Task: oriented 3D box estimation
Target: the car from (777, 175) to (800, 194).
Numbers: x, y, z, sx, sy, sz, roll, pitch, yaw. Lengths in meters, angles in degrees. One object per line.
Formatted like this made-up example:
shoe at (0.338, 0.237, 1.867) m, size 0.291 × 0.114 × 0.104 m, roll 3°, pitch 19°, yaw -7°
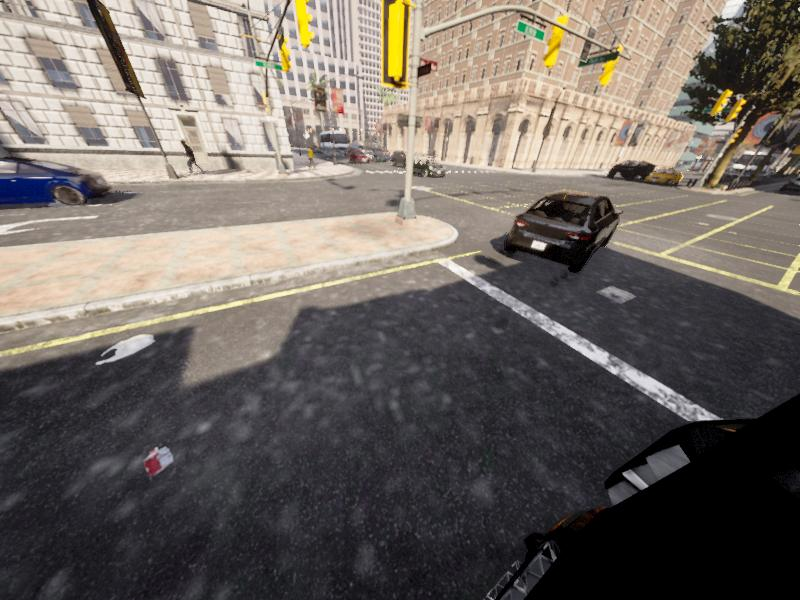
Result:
car at (41.789, -11.985, 24.001) m, size 3.806 × 1.475 × 1.970 m, roll -16°, pitch 38°, yaw -26°

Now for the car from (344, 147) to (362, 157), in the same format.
car at (-10.387, -32.314, 50.404) m, size 2.152 × 1.651 × 5.027 m, roll -15°, pitch 38°, yaw -25°

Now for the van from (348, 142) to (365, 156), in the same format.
van at (-10.677, -36.902, 56.471) m, size 1.988 × 2.561 × 5.915 m, roll -15°, pitch 38°, yaw -26°

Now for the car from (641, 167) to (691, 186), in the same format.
car at (28.903, -13.459, 25.113) m, size 5.366 × 1.575 × 1.801 m, roll -15°, pitch 38°, yaw -26°

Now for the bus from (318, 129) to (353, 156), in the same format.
bus at (-13.940, -33.186, 49.083) m, size 3.944 × 4.253 × 10.273 m, roll -16°, pitch 36°, yaw -26°

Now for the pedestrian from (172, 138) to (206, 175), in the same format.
pedestrian at (-12.722, -8.638, 13.980) m, size 0.751 × 1.860 × 0.751 m, roll -8°, pitch 35°, yaw -17°

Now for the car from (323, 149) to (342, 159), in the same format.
car at (-11.994, -25.995, 41.043) m, size 1.895 × 1.301 × 4.718 m, roll -16°, pitch 38°, yaw -26°

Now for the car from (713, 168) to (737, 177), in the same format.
car at (68.234, -26.858, 48.481) m, size 3.633 × 1.501 × 1.845 m, roll -16°, pitch 37°, yaw -26°

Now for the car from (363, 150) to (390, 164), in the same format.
car at (-3.663, -21.714, 35.029) m, size 2.038 × 1.542 × 4.974 m, roll -16°, pitch 38°, yaw -26°

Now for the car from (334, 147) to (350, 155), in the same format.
car at (-14.137, -35.985, 55.852) m, size 2.033 × 1.411 × 5.357 m, roll -16°, pitch 38°, yaw -26°

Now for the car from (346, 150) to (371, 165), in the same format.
car at (-5.857, -20.001, 32.356) m, size 1.812 × 1.442 × 4.674 m, roll -16°, pitch 38°, yaw -26°

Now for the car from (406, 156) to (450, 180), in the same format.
car at (2.383, -11.919, 20.787) m, size 1.970 × 1.475 × 3.806 m, roll -16°, pitch 38°, yaw -26°

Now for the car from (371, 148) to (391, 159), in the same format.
car at (-3.880, -29.794, 46.960) m, size 2.097 × 1.767 × 4.553 m, roll -16°, pitch 38°, yaw -26°

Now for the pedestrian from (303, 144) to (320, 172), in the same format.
pedestrian at (-7.249, -11.617, 18.905) m, size 0.751 × 1.860 × 0.751 m, roll 30°, pitch 42°, yaw 34°

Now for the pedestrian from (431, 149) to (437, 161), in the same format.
pedestrian at (6.862, -29.069, 46.339) m, size 0.751 × 1.860 × 0.751 m, roll -8°, pitch 35°, yaw -15°

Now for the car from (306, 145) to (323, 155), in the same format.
car at (-18.922, -33.167, 50.976) m, size 2.242 × 1.667 × 4.611 m, roll -16°, pitch 38°, yaw -26°

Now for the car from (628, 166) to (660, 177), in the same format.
car at (38.685, -20.449, 36.675) m, size 4.718 × 1.301 × 1.895 m, roll -16°, pitch 38°, yaw -26°

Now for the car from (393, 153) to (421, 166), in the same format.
car at (0.924, -20.931, 34.427) m, size 1.895 × 1.301 × 4.718 m, roll -16°, pitch 38°, yaw -26°

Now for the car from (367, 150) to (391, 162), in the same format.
car at (-3.778, -25.634, 41.060) m, size 2.033 × 1.411 × 5.357 m, roll -16°, pitch 38°, yaw -26°

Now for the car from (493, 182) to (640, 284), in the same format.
car at (4.510, -2.087, 6.130) m, size 4.193 × 1.474 × 1.816 m, roll -26°, pitch 43°, yaw -36°

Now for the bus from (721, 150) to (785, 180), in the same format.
bus at (65.167, -24.782, 42.662) m, size 10.273 × 4.253 × 3.944 m, roll -14°, pitch 37°, yaw -27°

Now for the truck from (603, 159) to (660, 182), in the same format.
truck at (27.978, -15.651, 27.875) m, size 6.274 × 2.098 × 2.390 m, roll -16°, pitch 38°, yaw -26°

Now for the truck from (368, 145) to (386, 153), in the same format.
truck at (-8.369, -55.072, 84.442) m, size 6.274 × 2.098 × 2.390 m, roll -16°, pitch 38°, yaw -26°

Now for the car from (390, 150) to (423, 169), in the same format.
car at (0.638, -17.635, 28.913) m, size 1.932 × 1.855 × 4.605 m, roll -16°, pitch 37°, yaw -26°

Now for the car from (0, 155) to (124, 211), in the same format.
car at (-12.692, -3.865, 7.547) m, size 4.181 × 1.385 × 1.994 m, roll -16°, pitch 38°, yaw -26°
